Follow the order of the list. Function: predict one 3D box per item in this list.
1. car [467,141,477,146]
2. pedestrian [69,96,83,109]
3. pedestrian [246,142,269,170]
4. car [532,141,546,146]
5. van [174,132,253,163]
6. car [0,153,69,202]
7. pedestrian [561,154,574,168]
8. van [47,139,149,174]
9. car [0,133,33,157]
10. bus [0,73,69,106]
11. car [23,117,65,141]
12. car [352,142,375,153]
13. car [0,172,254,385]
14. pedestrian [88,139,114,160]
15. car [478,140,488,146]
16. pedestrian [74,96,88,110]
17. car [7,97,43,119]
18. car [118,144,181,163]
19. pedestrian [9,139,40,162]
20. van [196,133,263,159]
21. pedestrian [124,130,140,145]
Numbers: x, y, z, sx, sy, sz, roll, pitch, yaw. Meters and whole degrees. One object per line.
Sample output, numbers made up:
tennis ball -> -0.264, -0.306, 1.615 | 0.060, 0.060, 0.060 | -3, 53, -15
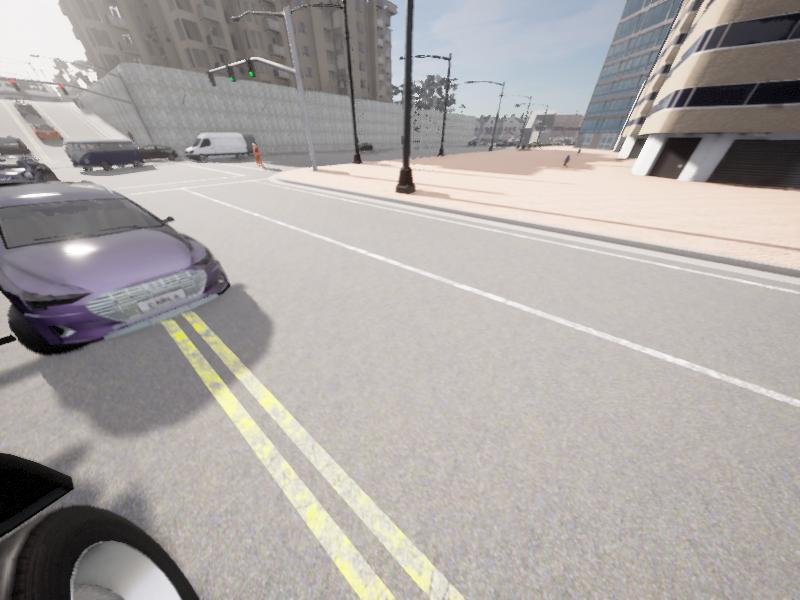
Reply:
car -> 24.351, -52.944, 78.092 | 1.789, 1.549, 3.705 | 24, 41, 30
pedestrian -> -61.791, -37.573, 44.015 | 0.751, 1.860, 0.751 | 25, 42, 31
pedestrian -> -11.418, -11.532, 18.526 | 0.751, 1.860, 0.751 | 21, 40, 27
car -> 50.842, -57.211, 84.557 | 4.514, 1.525, 2.007 | -15, 38, -21
van -> -20.139, -16.799, 25.367 | 1.988, 2.561, 5.915 | 24, 41, 30
car -> -17.022, -5.527, 10.256 | 1.845, 1.501, 3.633 | -29, 44, -35
pedestrian -> 15.914, -13.223, 21.960 | 0.500, 1.100, 0.500 | -6, 36, -9
van -> -22.675, -11.130, 17.759 | 1.775, 1.987, 4.442 | -1, 35, -2
car -> -43.742, -17.452, 25.878 | 5.238, 1.638, 1.930 | 28, 43, 26
bus -> -82.885, -46.267, 51.137 | 3.944, 4.253, 10.273 | -2, 35, -4
car -> -50.004, -23.990, 32.482 | 4.553, 1.767, 2.097 | 34, 46, 21
car -> -6.287, -26.740, 40.506 | 1.789, 1.549, 3.705 | 24, 41, 29
car -> -5.093, -0.959, 3.798 | 4.856, 1.649, 2.033 | 19, 35, 24
pedestrian -> -32.237, -16.195, 24.930 | 0.751, 1.860, 0.751 | 10, 36, 14
car -> 30.555, -57.974, 85.336 | 1.801, 1.575, 5.366 | 20, 40, 26
pedestrian -> -61.361, -37.830, 44.406 | 0.751, 1.860, 0.751 | 23, 41, 29
car -> -60.822, -31.162, 37.503 | 4.605, 1.855, 1.932 | 34, 46, 21
car -> -26.521, -15.736, 24.710 | 4.193, 1.474, 1.816 | -24, 42, -31
pedestrian -> -36.332, -14.473, 22.374 | 0.751, 1.860, 0.751 | 24, 41, 30
van -> -21.143, -19.368, 29.009 | 1.988, 2.561, 5.915 | 24, 41, 30
pedestrian -> -39.739, -24.046, 34.227 | 0.751, 1.860, 0.751 | 26, 42, 31
